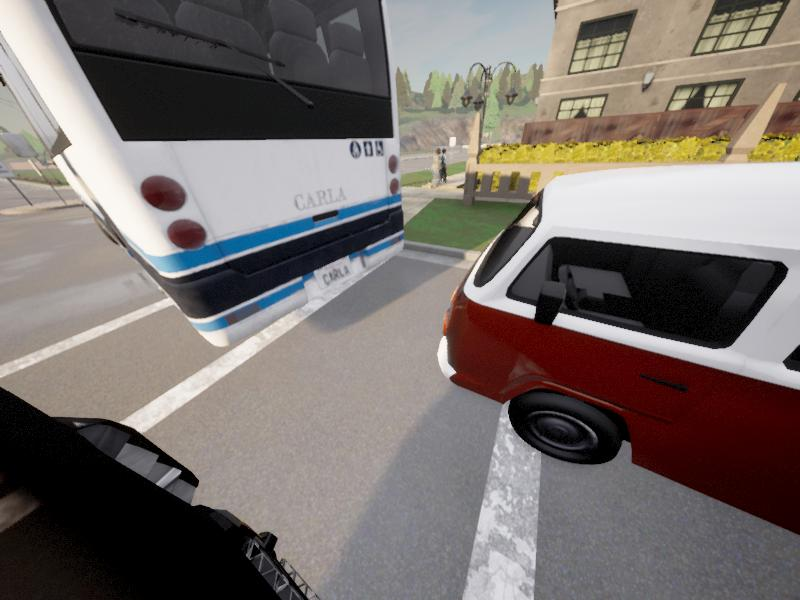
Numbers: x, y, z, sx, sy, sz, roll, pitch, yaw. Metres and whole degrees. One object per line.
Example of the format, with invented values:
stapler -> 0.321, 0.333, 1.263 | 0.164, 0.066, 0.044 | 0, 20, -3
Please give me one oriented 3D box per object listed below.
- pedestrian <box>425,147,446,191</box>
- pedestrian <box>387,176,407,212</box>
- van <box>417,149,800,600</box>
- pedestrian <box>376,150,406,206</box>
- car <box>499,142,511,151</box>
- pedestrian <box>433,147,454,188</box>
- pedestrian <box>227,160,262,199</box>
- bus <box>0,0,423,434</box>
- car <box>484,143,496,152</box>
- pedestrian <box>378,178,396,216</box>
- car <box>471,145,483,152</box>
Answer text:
pedestrian -> 1.824, -6.789, 11.993 | 0.751, 1.860, 0.751 | -11, 34, -11
pedestrian -> -0.088, -3.851, 8.408 | 0.500, 1.100, 0.500 | 15, 38, 25
van -> 2.576, 0.309, 1.427 | 4.480, 2.038, 2.069 | 16, 38, 26
pedestrian -> -0.322, -4.860, 9.254 | 0.751, 1.860, 0.751 | 26, 43, 36
car -> 29.211, -42.704, 64.243 | 1.905, 1.878, 3.866 | 17, 38, 27
pedestrian -> 2.327, -7.173, 12.534 | 0.751, 1.860, 0.751 | 19, 39, 29
pedestrian -> -8.698, -6.750, 12.993 | 0.751, 1.860, 0.751 | 12, 36, 21
bus -> -4.949, -2.992, 4.951 | 10.273, 4.253, 3.944 | 21, 40, 31
car -> 25.029, -42.460, 64.183 | 1.932, 1.855, 4.605 | 17, 38, 27
pedestrian -> -0.445, -3.516, 7.931 | 0.500, 1.100, 0.500 | -7, 34, -6
car -> 21.830, -42.993, 65.575 | 1.816, 1.474, 4.193 | 17, 38, 27
